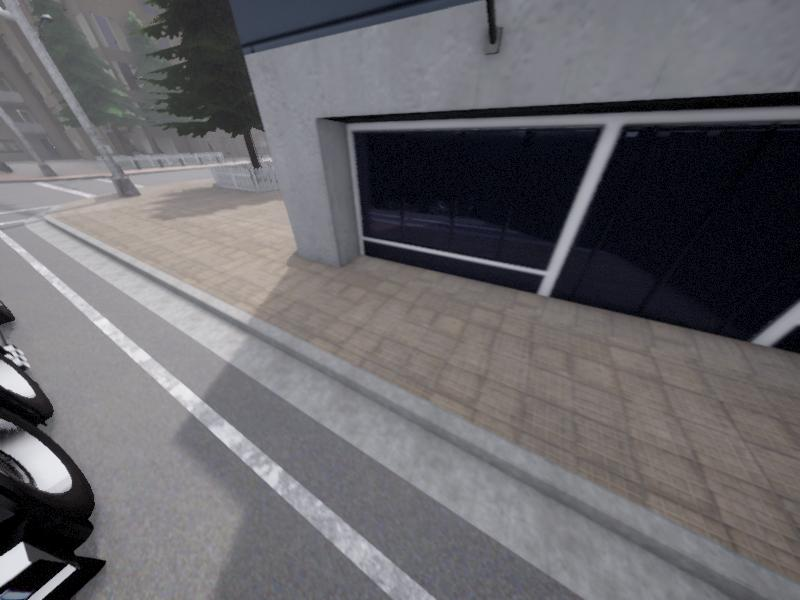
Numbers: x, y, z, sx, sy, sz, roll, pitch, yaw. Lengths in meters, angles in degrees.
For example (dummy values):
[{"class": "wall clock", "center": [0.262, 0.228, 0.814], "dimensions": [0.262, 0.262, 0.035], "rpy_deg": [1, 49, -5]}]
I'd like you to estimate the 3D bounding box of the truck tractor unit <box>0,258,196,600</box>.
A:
[{"class": "truck tractor unit", "center": [-5.103, -0.307, 0.800], "dimensions": [6.516, 4.208, 3.053], "rpy_deg": [19, 39, 25]}]
